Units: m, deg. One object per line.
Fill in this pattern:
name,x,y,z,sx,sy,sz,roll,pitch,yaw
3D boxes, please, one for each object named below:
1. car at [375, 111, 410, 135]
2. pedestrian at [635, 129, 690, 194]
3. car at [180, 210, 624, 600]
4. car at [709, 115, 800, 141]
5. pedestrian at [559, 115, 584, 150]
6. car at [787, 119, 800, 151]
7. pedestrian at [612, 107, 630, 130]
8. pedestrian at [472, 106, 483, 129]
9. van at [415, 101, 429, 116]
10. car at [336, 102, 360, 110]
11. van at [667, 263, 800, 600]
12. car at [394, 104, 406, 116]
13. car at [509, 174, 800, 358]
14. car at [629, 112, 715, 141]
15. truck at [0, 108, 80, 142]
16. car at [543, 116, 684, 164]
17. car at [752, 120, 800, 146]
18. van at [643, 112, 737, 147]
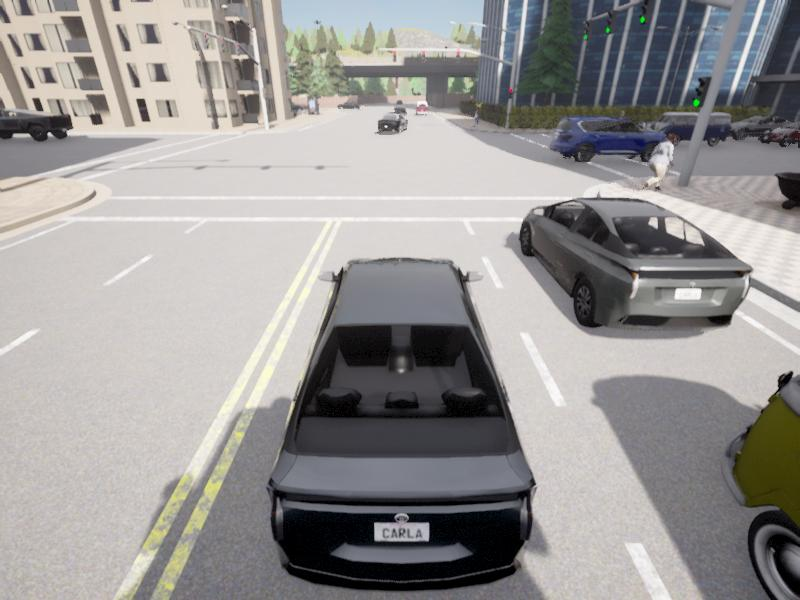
car,-0.603,-15.845,35.628,1.930,1.638,5.238,6,28,11
pedestrian,8.320,-4.405,12.753,0.751,1.860,0.751,-1,27,-2
car,0.009,0.398,4.163,2.007,1.525,4.514,0,27,0
car,26.408,-12.748,29.623,5.027,1.651,2.152,0,27,0
pedestrian,10.313,-10.076,24.115,0.751,1.860,0.751,-16,31,-29
car,25.759,-9.663,23.330,3.866,1.878,1.905,0,27,-1
pedestrian,19.863,-16.322,35.930,0.751,1.860,0.751,0,27,0
pedestrian,7.102,-16.753,36.769,0.751,1.860,0.751,2,27,5
van,3.481,-30.812,64.309,2.069,2.038,4.480,0,27,0
car,-11.115,-41.921,86.375,4.892,1.490,1.837,0,27,0
van,3.189,1.666,1.193,1.775,1.987,4.442,2,27,3
car,-0.006,-30.491,64.116,1.930,1.638,5.238,0,27,0
car,3.508,-0.963,6.811,2.007,1.525,4.514,0,27,0
car,19.960,-12.831,29.505,4.605,1.855,1.932,0,27,-1
truck,-27.517,-12.666,28.947,6.274,2.098,2.390,0,27,-1
car,10.450,-8.058,20.038,5.566,2.045,2.150,0,27,-1
car,26.461,-11.081,26.544,4.193,1.474,1.816,0,27,-1
van,18.976,-11.273,26.358,4.442,1.987,1.775,0,27,0
